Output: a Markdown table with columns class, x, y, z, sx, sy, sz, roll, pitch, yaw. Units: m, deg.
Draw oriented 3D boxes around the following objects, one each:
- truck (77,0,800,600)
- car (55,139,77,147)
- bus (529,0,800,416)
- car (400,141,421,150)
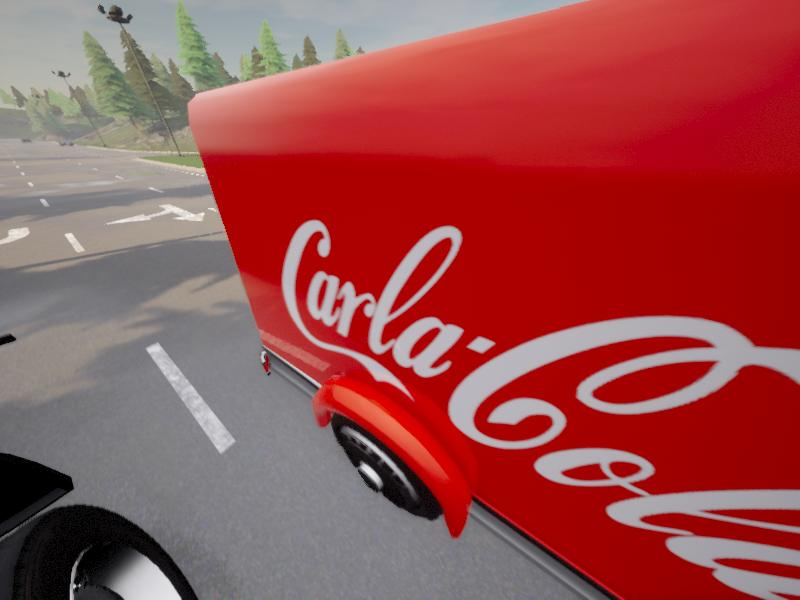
| class | x | y | z | sx | sy | sz | roll | pitch | yaw |
| --- | --- | --- | --- | --- | --- | --- | --- | --- | --- |
| truck | 1.541 | 0.307 | 1.342 | 5.204 | 2.467 | 2.627 | 22 | 41 | 28 |
| car | -76.680 | -36.043 | 53.021 | 4.902 | 1.511 | 2.128 | 22 | 41 | 28 |
| bus | 7.292 | -0.626 | 1.177 | 10.273 | 4.253 | 3.944 | 22 | 41 | 28 |
| car | 2.335 | -33.488 | 49.995 | 2.152 | 1.651 | 5.027 | 23 | 41 | 29 |
